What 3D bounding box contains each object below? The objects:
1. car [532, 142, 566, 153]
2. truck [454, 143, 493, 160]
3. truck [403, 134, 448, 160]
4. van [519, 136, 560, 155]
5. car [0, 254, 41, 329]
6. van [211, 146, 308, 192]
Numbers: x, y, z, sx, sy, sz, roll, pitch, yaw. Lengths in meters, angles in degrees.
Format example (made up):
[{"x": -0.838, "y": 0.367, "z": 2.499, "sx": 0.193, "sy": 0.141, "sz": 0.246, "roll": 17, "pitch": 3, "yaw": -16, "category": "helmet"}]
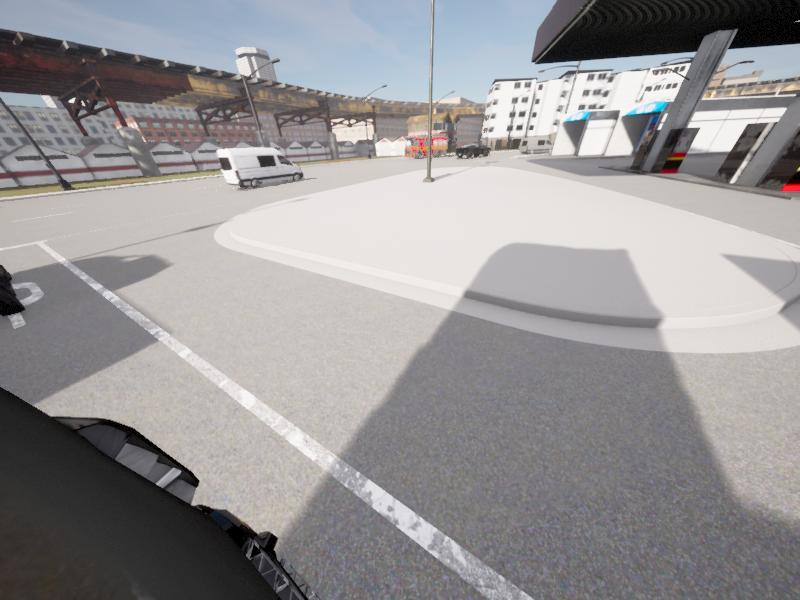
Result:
[{"x": 28.907, "y": -29.680, "z": 44.935, "sx": 5.027, "sy": 1.651, "sz": 2.152, "roll": -3, "pitch": 33, "yaw": -1, "category": "car"}, {"x": 12.253, "y": -24.832, "z": 38.487, "sx": 6.274, "sy": 2.098, "sz": 2.390, "roll": -22, "pitch": 38, "yaw": -27, "category": "truck"}, {"x": 5.018, "y": -29.606, "z": 44.673, "sx": 8.468, "sy": 3.827, "sz": 2.891, "roll": -21, "pitch": 37, "yaw": -25, "category": "truck"}, {"x": 24.998, "y": -27.820, "z": 41.608, "sx": 5.915, "sy": 2.561, "sz": 1.988, "roll": -7, "pitch": 34, "yaw": -6, "category": "van"}, {"x": -8.306, "y": -0.385, "z": 3.783, "sx": 3.633, "sy": 1.501, "sz": 1.845, "roll": 17, "pitch": 38, "yaw": 27, "category": "car"}, {"x": -10.701, "y": -10.539, "z": 18.340, "sx": 1.988, "sy": 2.561, "sz": 5.915, "roll": 17, "pitch": 38, "yaw": 27, "category": "van"}]
